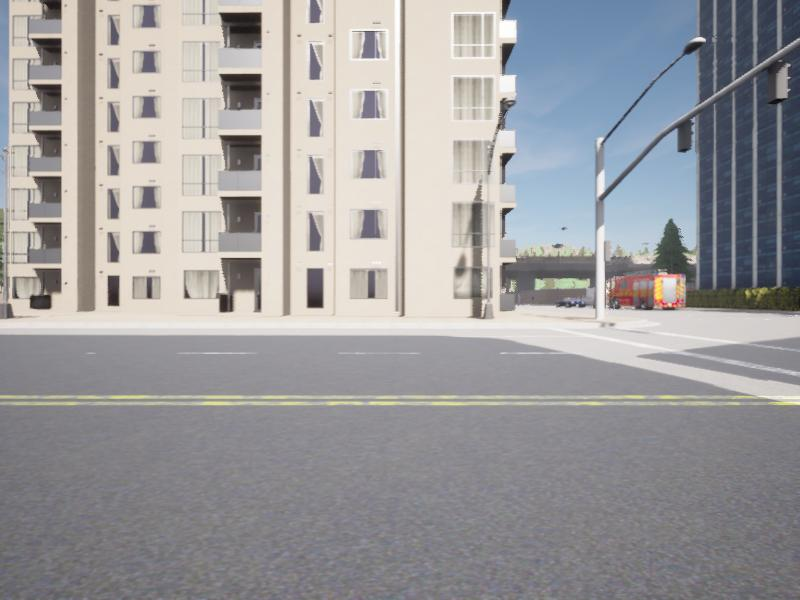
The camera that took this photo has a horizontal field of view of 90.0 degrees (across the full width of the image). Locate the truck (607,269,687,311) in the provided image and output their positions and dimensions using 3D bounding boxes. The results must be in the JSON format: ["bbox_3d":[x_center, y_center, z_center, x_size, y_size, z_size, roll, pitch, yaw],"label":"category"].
[{"bbox_3d":[24.426,-0.900,40.232,2.891,3.827,8.468,0,0,0],"label":"truck"}]

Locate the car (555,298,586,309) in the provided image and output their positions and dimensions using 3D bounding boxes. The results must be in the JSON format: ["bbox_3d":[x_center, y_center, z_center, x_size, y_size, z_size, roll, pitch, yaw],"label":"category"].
[{"bbox_3d":[20.995,0.361,49.446,1.895,1.301,4.718,0,0,0],"label":"car"}]

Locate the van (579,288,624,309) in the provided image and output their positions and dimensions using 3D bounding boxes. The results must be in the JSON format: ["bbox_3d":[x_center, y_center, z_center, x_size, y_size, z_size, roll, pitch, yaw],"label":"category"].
[{"bbox_3d":[24.494,-0.203,49.088,2.351,2.431,6.366,0,0,0],"label":"van"}]
